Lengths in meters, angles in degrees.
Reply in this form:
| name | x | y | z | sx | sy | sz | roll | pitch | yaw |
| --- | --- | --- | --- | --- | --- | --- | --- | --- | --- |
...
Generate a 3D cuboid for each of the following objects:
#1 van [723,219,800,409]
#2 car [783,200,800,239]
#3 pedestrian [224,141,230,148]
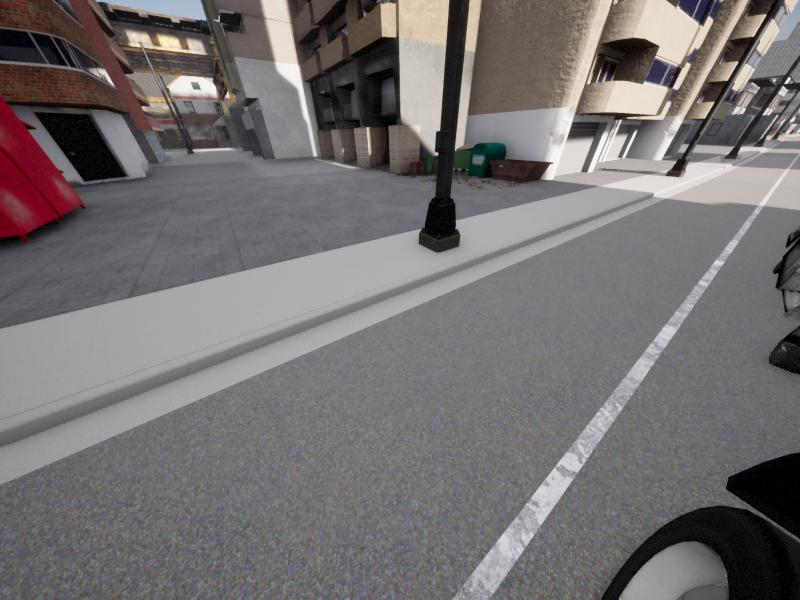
| name | x | y | z | sx | sy | sz | roll | pitch | yaw |
| --- | --- | --- | --- | --- | --- | --- | --- | --- | --- |
| van | 7.036 | -0.624 | 2.653 | 6.366 | 2.431 | 2.351 | -22 | 40 | -27 |
| car | 13.144 | -2.683 | 6.323 | 4.902 | 1.511 | 2.128 | -22 | 40 | -27 |
| pedestrian | -36.078 | -32.453 | 48.203 | 0.500 | 1.100 | 0.500 | -22 | 41 | -27 |
